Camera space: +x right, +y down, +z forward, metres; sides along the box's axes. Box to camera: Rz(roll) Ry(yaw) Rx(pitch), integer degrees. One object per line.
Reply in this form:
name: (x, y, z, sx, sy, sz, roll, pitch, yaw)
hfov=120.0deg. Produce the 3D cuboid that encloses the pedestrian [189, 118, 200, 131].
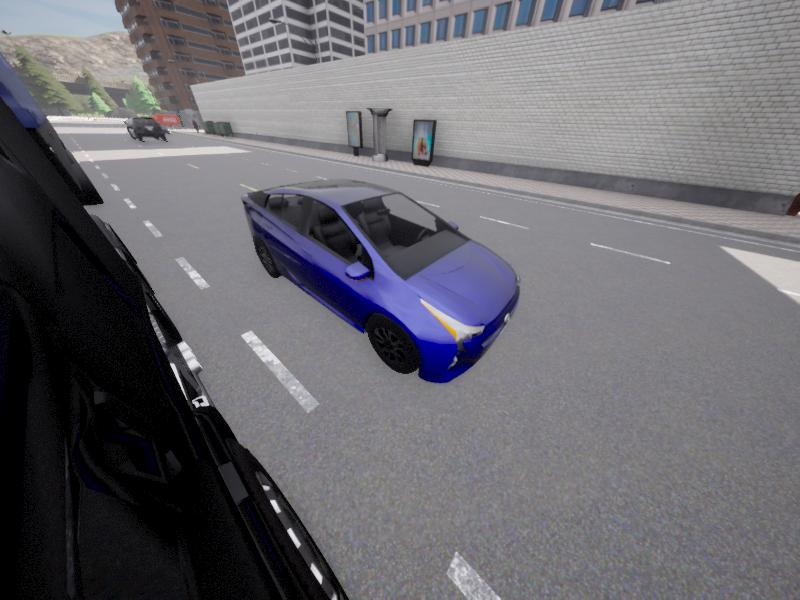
pedestrian: (-37.859, -32.281, 42.591, 0.751, 1.860, 0.751, 23, 41, 25)

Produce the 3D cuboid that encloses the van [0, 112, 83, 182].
van: (-15.687, -6.518, 9.666, 4.480, 2.038, 2.069, 29, 44, 32)

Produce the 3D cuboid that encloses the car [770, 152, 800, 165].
car: (59.562, -21.543, 35.111, 2.033, 1.411, 5.357, 28, 44, 30)

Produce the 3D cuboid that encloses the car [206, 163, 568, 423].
car: (-0.585, -0.833, 3.446, 4.514, 1.525, 2.007, 28, 44, 30)

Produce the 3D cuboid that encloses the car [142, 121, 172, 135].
car: (-34.945, -24.742, 33.234, 4.193, 1.474, 1.816, 28, 44, 30)

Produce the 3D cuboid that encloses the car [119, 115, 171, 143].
car: (-26.158, -17.519, 23.668, 5.566, 2.045, 2.150, 28, 44, 30)

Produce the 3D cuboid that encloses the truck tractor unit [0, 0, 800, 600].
truck tractor unit: (-2.645, -0.295, 0.351, 6.516, 4.208, 3.053, 28, 44, 30)

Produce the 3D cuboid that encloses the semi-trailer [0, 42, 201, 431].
semi-trailer: (-8.689, -3.615, 4.232, 14.254, 4.402, 2.717, 28, 44, 30)

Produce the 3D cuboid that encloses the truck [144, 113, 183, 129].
truck: (-50.583, -38.220, 49.497, 5.204, 2.467, 2.627, -28, 46, -34)
